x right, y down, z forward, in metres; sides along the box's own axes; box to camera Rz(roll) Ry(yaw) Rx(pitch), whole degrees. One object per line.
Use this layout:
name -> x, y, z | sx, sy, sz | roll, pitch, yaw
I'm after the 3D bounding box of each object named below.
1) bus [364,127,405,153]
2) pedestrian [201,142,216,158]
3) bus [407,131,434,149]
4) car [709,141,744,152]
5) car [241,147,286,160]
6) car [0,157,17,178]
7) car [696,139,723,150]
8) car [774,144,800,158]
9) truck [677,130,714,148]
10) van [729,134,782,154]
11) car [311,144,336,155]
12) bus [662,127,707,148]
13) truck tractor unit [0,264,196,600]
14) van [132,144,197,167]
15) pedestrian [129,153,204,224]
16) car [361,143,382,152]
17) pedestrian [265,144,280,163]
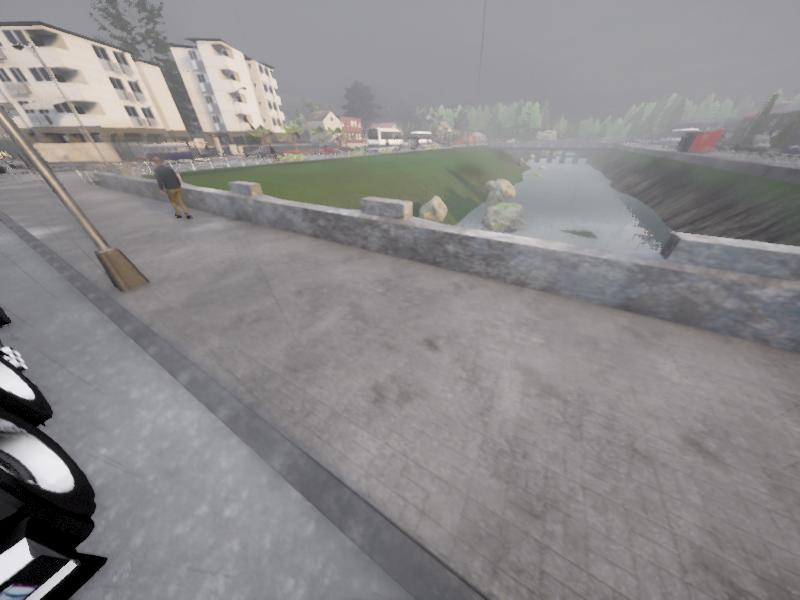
bus -> -3.150, -35.586, 51.498 | 3.944, 4.253, 10.273 | 18, 39, 24
pedestrian -> -27.728, -21.687, 33.433 | 0.751, 1.860, 0.751 | 18, 39, 25
bus -> 6.338, -49.282, 71.088 | 3.944, 4.253, 10.273 | 18, 39, 24
car -> 63.199, -29.779, 44.839 | 2.242, 1.667, 4.611 | 18, 39, 24
car -> -20.226, -21.895, 34.491 | 2.033, 1.411, 5.357 | 18, 39, 24
car -> -32.016, -9.118, 16.022 | 1.930, 1.638, 5.238 | 7, 35, 12
car -> 66.967, -33.658, 50.085 | 1.905, 1.878, 3.866 | 18, 39, 24
car -> 53.188, -19.806, 30.681 | 1.812, 1.442, 4.674 | 18, 39, 24
truck -> 82.270, -45.086, 64.642 | 2.891, 3.827, 8.468 | 18, 39, 24
van -> 58.936, -25.986, 38.512 | 1.988, 2.561, 5.915 | 18, 39, 24
car -> -14.191, -27.968, 42.976 | 1.851, 1.617, 3.988 | 18, 39, 24
bus -> 76.310, -43.779, 62.450 | 3.944, 4.253, 10.273 | 18, 39, 24
truck tractor unit -> -5.116, -0.293, 0.790 | 6.516, 4.208, 3.053 | 18, 39, 24
van -> -26.166, -16.247, 25.913 | 1.775, 1.987, 4.442 | 18, 39, 24
pedestrian -> -7.233, -3.494, 7.260 | 0.751, 1.860, 0.751 | 18, 39, 24
car -> -6.589, -35.519, 53.724 | 1.930, 1.638, 5.238 | 18, 39, 24
pedestrian -> -14.807, -17.057, 26.844 | 0.751, 1.860, 0.751 | 18, 39, 24
